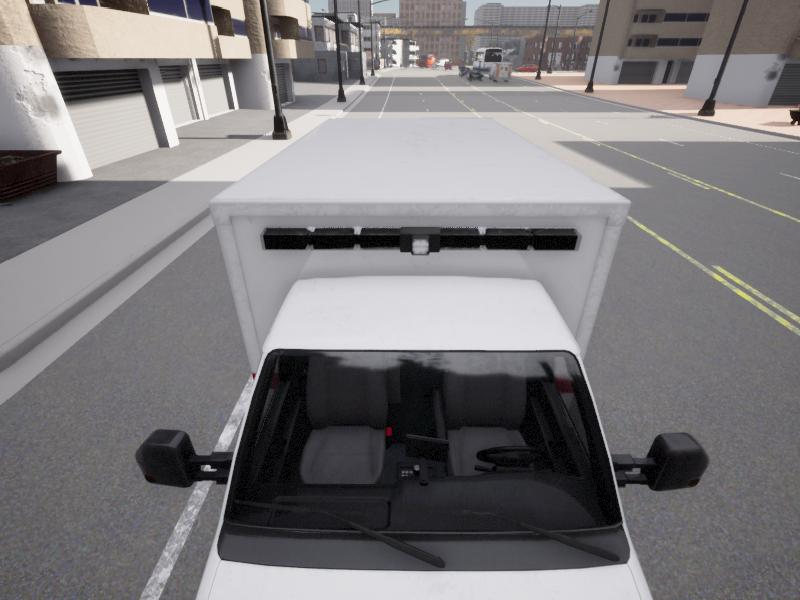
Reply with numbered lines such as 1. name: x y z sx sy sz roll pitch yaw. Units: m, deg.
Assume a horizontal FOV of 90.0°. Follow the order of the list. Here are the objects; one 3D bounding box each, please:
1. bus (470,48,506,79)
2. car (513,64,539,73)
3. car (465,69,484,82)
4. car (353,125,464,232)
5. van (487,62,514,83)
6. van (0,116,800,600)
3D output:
1. bus: 14.689 -40.328 67.953 3.944 4.253 10.273 0 32 0
2. car: 26.868 -49.532 85.592 4.611 1.667 2.242 1 31 2
3. car: 11.223 -34.024 60.561 2.128 1.511 4.902 0 32 0
4. car: 0.186 -3.330 10.225 2.128 1.511 4.902 0 30 0
5. van: 14.712 -33.725 59.160 2.351 2.431 6.366 0 32 0
6. van: 0.111 0.011 3.604 2.351 2.431 6.366 0 30 0
